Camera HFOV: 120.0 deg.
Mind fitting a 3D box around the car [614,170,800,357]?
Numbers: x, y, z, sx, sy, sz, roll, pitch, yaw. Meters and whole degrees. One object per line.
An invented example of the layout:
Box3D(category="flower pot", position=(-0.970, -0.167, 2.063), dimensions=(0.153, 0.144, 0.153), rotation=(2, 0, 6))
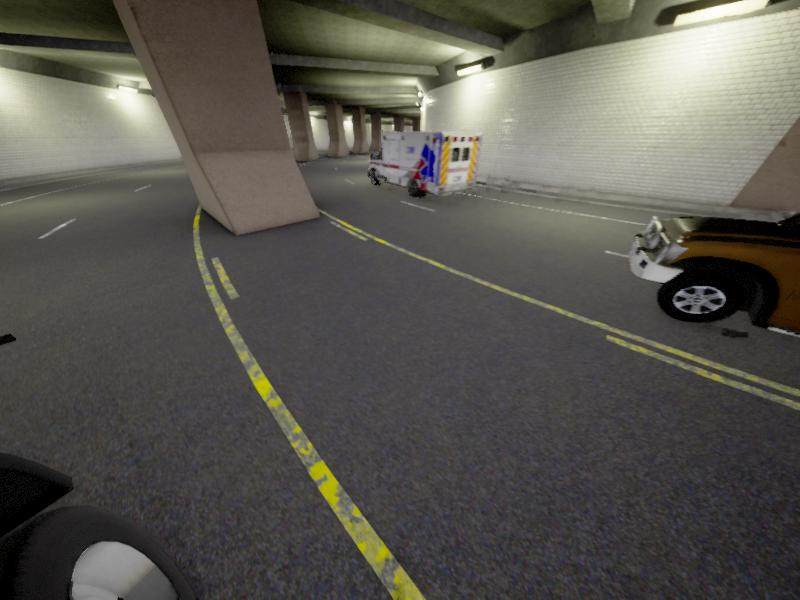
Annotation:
Box3D(category="car", position=(5.976, -0.335, 2.797), dimensions=(4.605, 1.855, 1.932), rotation=(23, 41, 31))

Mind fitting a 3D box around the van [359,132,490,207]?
Box3D(category="van", position=(0.697, -6.616, 11.216), dimensions=(2.351, 2.431, 6.366), rotation=(-23, 41, -29))
